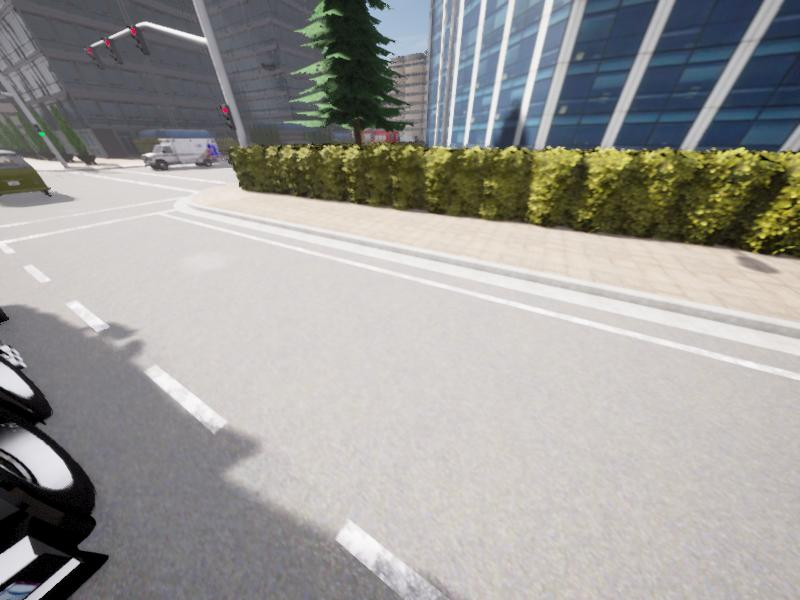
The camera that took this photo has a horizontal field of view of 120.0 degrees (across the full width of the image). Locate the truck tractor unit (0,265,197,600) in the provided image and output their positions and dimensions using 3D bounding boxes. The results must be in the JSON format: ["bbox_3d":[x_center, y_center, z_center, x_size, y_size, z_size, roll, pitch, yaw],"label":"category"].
[{"bbox_3d":[-5.112,-0.301,0.775,6.516,4.208,3.053,18,39,24],"label":"truck tractor unit"}]

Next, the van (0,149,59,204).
[{"bbox_3d":[-19.232,-6.018,11.062,4.442,1.987,1.775,17,38,23],"label":"van"}]
